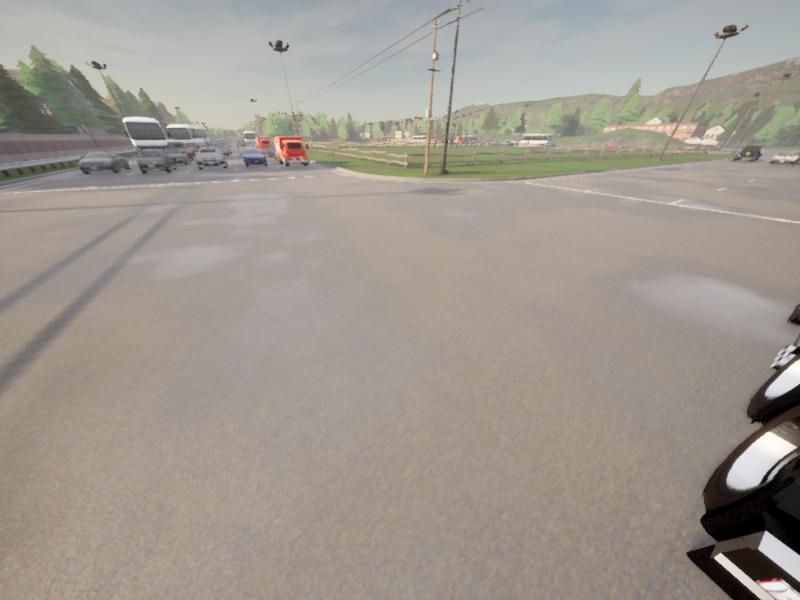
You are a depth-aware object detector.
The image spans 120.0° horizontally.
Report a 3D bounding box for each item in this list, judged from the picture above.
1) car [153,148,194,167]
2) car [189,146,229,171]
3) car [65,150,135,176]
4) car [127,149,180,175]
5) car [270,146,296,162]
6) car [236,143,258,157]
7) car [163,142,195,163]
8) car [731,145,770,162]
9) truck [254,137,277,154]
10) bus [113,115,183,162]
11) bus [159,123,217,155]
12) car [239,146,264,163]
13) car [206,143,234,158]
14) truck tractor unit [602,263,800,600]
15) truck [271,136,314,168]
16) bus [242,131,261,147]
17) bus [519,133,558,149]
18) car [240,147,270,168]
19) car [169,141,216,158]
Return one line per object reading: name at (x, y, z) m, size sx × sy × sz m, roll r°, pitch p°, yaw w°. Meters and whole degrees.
car at (-22.895, -14.565, 23.543) m, size 1.994 × 1.385 × 4.181 m, roll -18°, pitch 39°, yaw -24°
car at (-17.441, -13.182, 21.387) m, size 2.152 × 1.651 × 5.027 m, roll -18°, pitch 39°, yaw -25°
car at (-23.257, -10.902, 18.202) m, size 1.812 × 1.442 × 4.674 m, roll -18°, pitch 39°, yaw -25°
car at (-19.250, -10.974, 18.254) m, size 1.789 × 1.549 × 3.705 m, roll -18°, pitch 39°, yaw -25°
car at (-14.630, -18.288, 28.847) m, size 2.007 × 1.525 × 4.514 m, roll -18°, pitch 39°, yaw -25°
car at (-23.546, -23.109, 35.569) m, size 2.242 × 1.667 × 4.611 m, roll -18°, pitch 39°, yaw -25°
car at (-26.006, -17.465, 27.224) m, size 1.905 × 1.878 × 3.866 m, roll -27°, pitch 44°, yaw -33°
car at (49.480, -20.683, 32.635) m, size 3.866 × 1.878 × 1.905 m, roll -18°, pitch 39°, yaw -24°
truck at (-25.473, -29.264, 43.699) m, size 2.627 × 2.467 × 5.204 m, roll -18°, pitch 39°, yaw -25°
bus at (-31.625, -20.610, 29.620) m, size 3.944 × 4.253 × 10.273 m, roll -25°, pitch 42°, yaw -31°
bus at (-38.304, -29.642, 42.549) m, size 3.944 × 4.253 × 10.273 m, roll -11°, pitch 37°, yaw -16°
car at (-17.792, -17.408, 27.592) m, size 1.970 × 1.475 × 3.806 m, roll -18°, pitch 39°, yaw -25°
car at (-26.868, -22.503, 34.690) m, size 2.242 × 1.667 × 4.611 m, roll -14°, pitch 38°, yaw -18°
truck tractor unit at (5.109, -0.300, 0.793) m, size 6.516 × 4.208 × 3.053 m, roll -18°, pitch 39°, yaw -24°
truck at (-10.953, -15.081, 23.453) m, size 2.627 × 2.467 × 5.204 m, roll -18°, pitch 39°, yaw -25°
bus at (-49.485, -53.590, 76.903) m, size 3.944 × 4.253 × 10.273 m, roll -18°, pitch 39°, yaw -25°
bus at (48.086, -55.483, 80.627) m, size 3.944 × 4.253 × 10.273 m, roll -18°, pitch 39°, yaw -25°
car at (-14.577, -14.295, 23.092) m, size 1.882 × 1.535 × 5.008 m, roll -18°, pitch 39°, yaw -25°
car at (-27.643, -20.091, 31.033) m, size 2.242 × 1.667 × 4.611 m, roll 2°, pitch 32°, yaw -4°
